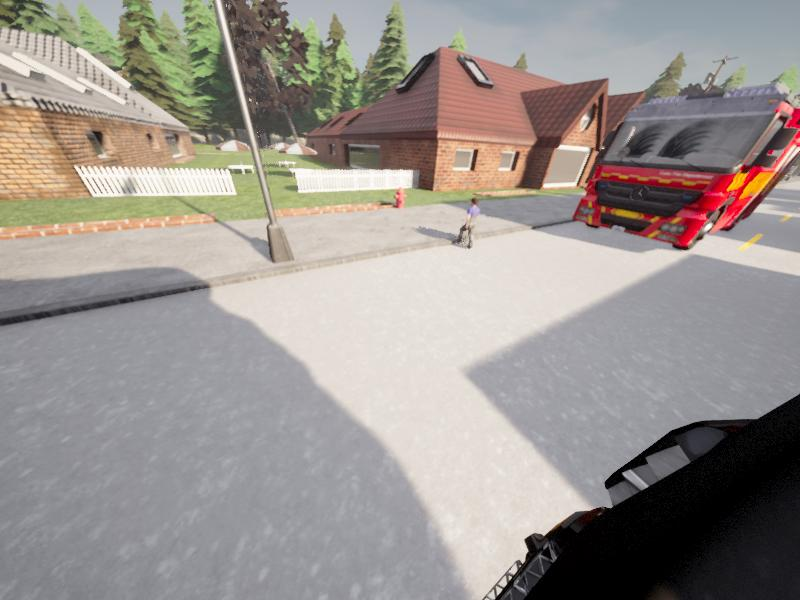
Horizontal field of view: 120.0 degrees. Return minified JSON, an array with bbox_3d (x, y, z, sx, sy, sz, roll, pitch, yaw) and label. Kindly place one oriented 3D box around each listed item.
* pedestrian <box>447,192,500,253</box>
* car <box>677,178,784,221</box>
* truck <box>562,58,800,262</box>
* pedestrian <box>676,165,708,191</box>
[{"bbox_3d":[1.815,-1.983,5.879,0.751,1.300,0.751,-11,36,-20],"label":"pedestrian"},{"bbox_3d":[17.434,-5.447,12.197,4.902,1.511,2.128,-16,38,-26],"label":"car"},{"bbox_3d":[10.148,-4.338,7.849,8.468,3.827,2.891,-16,38,-26],"label":"truck"},{"bbox_3d":[25.212,-10.560,19.977,0.751,1.860,0.751,-14,37,-24],"label":"pedestrian"}]
